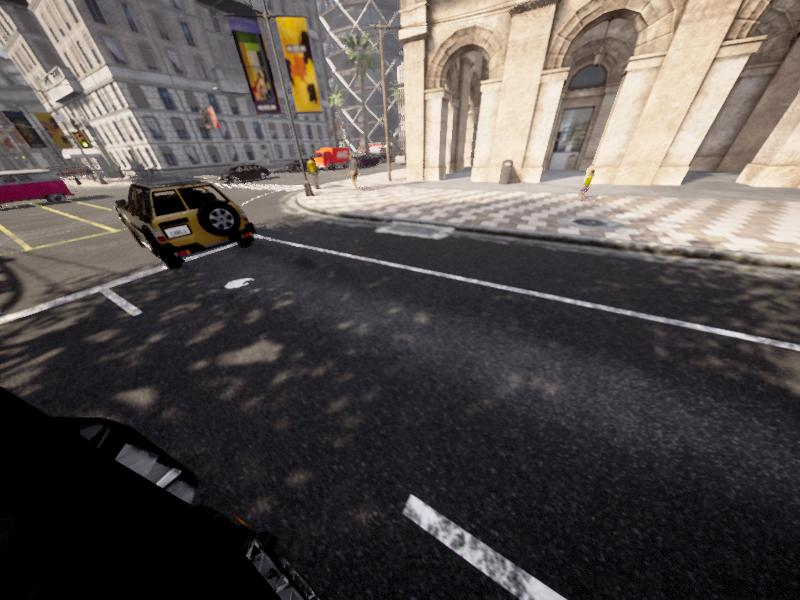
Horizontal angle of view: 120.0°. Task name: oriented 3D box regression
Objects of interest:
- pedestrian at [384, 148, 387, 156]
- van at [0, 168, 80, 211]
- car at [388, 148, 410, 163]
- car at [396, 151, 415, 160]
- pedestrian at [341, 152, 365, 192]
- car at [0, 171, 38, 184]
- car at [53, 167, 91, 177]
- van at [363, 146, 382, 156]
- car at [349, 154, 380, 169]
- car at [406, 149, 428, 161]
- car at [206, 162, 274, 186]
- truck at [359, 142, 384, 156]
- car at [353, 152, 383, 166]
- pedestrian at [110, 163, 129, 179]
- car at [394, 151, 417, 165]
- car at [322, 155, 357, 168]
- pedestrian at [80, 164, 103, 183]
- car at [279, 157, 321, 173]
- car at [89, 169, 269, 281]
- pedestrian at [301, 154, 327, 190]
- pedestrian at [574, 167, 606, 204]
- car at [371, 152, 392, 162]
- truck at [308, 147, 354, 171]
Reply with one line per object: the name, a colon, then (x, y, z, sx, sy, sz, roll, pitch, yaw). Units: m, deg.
pedestrian: (-4.032, -40.351, 63.043, 0.751, 1.860, 0.751, -3, 34, 0)
van: (-24.311, -6.875, 14.407, 1.775, 1.987, 4.442, 15, 38, 25)
car: (-0.125, -23.615, 37.819, 1.905, 1.878, 3.866, 16, 37, 26)
car: (1.122, -28.538, 45.612, 1.994, 1.385, 4.181, 16, 38, 26)
pedestrian: (-2.571, -7.078, 12.815, 0.751, 1.860, 0.751, 23, 41, 33)
car: (-63.272, -20.048, 37.789, 1.812, 1.442, 4.674, -12, 35, -14)
car: (-68.623, -26.854, 48.423, 1.816, 1.474, 4.193, 16, 38, 26)
van: (-9.591, -52.444, 81.359, 5.915, 2.561, 1.988, 6, 35, 13)
car: (-4.697, -18.827, 31.345, 1.816, 1.474, 4.193, 15, 38, 25)
car: (3.226, -26.909, 42.748, 1.930, 1.638, 5.238, 16, 38, 26)
car: (-14.857, -12.021, 21.872, 1.837, 1.490, 4.892, 12, 36, 22)
truck: (-10.337, -55.068, 84.238, 8.468, 3.827, 2.891, 4, 34, 10)
car: (-4.975, -22.562, 36.842, 1.930, 1.638, 5.238, 16, 38, 26)
pedestrian: (-37.840, -17.434, 31.170, 0.751, 1.860, 0.751, 13, 37, 23)
car: (0.857, -20.541, 33.443, 1.845, 1.501, 3.633, 16, 38, 26)
car: (-9.421, -21.878, 36.383, 2.033, 1.411, 5.357, 16, 38, 26)
pedestrian: (-36.813, -15.099, 27.573, 0.751, 1.860, 0.751, 13, 37, 23)
car: (-13.162, -18.090, 30.879, 1.837, 1.490, 4.892, 15, 38, 25)
car: (-5.986, -2.333, 6.239, 4.605, 1.855, 1.932, 21, 41, 31)
pedestrian: (-5.186, -7.737, 14.011, 0.751, 1.860, 0.751, 6, 35, 13)
pedestrian: (6.823, -4.118, 8.309, 0.500, 1.100, 0.500, 25, 42, 35)
car: (-3.516, -27.774, 44.824, 1.994, 1.385, 4.181, 16, 38, 26)
truck: (-9.037, -18.781, 30.730, 2.627, 2.467, 5.204, 15, 37, 25)
